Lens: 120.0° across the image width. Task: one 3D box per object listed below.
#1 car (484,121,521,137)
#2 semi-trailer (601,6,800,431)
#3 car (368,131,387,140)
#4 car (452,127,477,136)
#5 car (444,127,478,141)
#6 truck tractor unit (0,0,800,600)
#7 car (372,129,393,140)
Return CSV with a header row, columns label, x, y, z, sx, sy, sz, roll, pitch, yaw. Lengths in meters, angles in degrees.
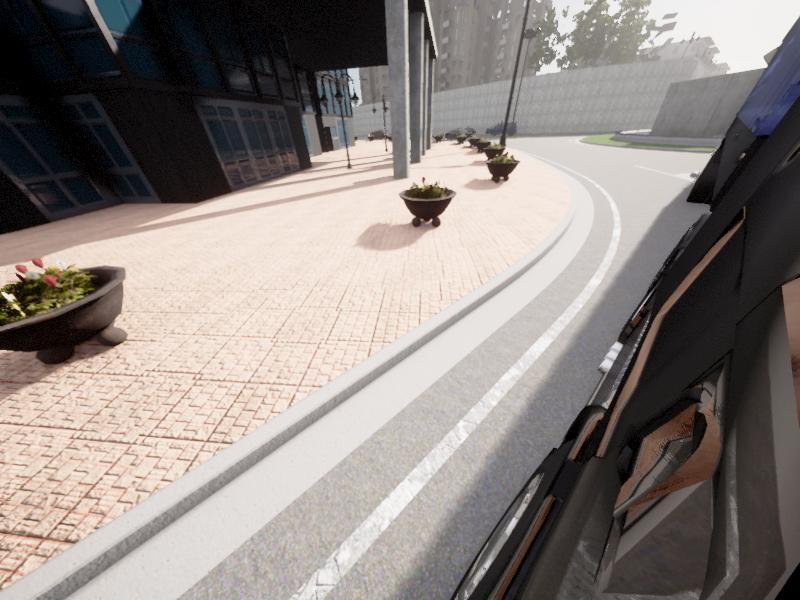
label,x,y,z,sx,sy,sz,roll,pitch,yaw
car,18.698,-31.390,42.487,5.566,2.045,2.150,26,46,33
semi-trailer,8.532,-3.738,4.349,14.254,4.402,2.717,-30,43,-31
car,-5.613,-40.901,57.343,2.152,1.651,5.027,-27,43,-29
car,14.056,-36.986,50.704,1.837,1.490,4.892,-28,44,-30
car,9.447,-26.099,36.398,1.930,1.638,5.238,-23,41,-24
truck tractor unit,2.645,-0.295,0.351,6.516,4.208,3.053,-28,44,-30
car,-3.889,-36.347,50.718,1.932,1.855,4.605,-29,44,-30
